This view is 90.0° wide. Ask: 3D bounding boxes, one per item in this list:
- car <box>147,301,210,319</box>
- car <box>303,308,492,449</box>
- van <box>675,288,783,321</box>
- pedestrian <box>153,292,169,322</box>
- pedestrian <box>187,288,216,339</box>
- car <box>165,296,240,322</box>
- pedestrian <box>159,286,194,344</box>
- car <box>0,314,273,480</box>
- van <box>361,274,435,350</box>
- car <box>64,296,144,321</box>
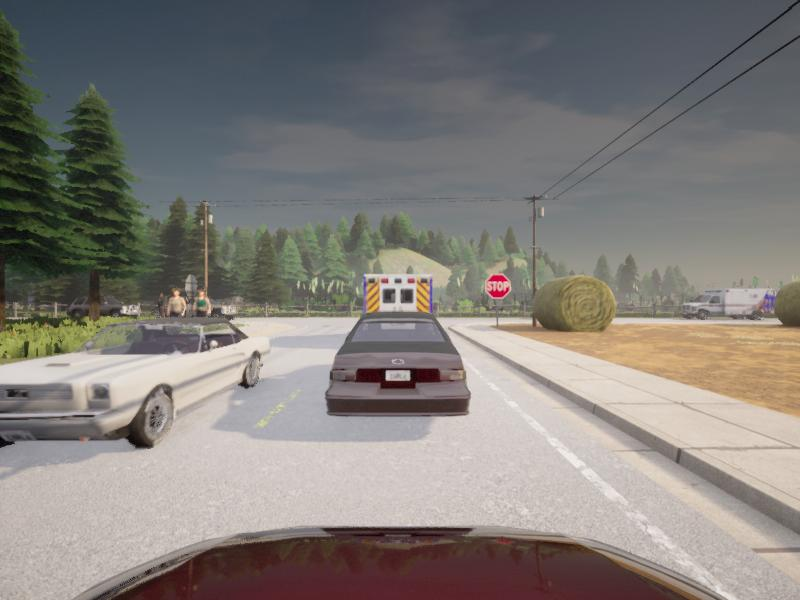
[{"bbox_3d":[-18.349,0.819,33.246,4.193,1.474,1.816,0,0,2],"label":"car"},{"bbox_3d":[-0.035,0.895,6.986,2.033,1.411,5.357,0,0,0],"label":"car"},{"bbox_3d":[25.635,0.343,31.363,6.366,2.431,2.351,0,0,2],"label":"van"},{"bbox_3d":[-15.478,0.450,25.913,0.751,1.860,0.751,0,0,-20],"label":"pedestrian"},{"bbox_3d":[-7.316,0.485,14.753,0.751,1.860,0.751,0,0,-5],"label":"pedestrian"},{"bbox_3d":[-14.486,0.617,29.511,4.605,1.855,1.932,0,0,5],"label":"car"},{"bbox_3d":[-7.317,0.485,13.111,0.751,1.860,0.751,0,0,-2],"label":"pedestrian"},{"bbox_3d":[-3.545,0.944,5.891,1.895,1.301,4.718,0,0,0],"label":"car"},{"bbox_3d":[-0.082,0.378,15.904,2.351,2.431,6.366,0,0,0],"label":"van"},{"bbox_3d":[-22.023,0.617,29.864,4.605,1.855,1.932,0,0,2],"label":"car"}]
